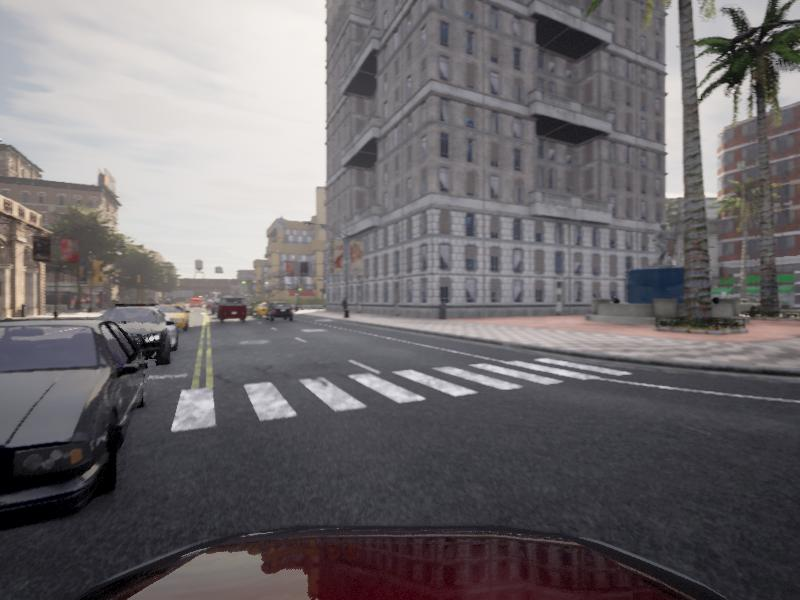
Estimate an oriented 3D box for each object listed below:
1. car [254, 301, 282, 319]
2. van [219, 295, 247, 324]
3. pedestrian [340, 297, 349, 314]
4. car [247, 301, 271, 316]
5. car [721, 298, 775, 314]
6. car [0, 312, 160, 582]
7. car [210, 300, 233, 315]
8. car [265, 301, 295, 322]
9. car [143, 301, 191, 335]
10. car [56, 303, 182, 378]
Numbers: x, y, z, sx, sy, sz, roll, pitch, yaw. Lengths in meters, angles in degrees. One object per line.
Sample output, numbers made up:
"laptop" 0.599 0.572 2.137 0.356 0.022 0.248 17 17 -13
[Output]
"car" -12.751 0.889 38.488 1.801 1.575 5.366 0 0 -26
"van" -12.754 0.674 30.439 1.775 1.987 4.442 0 0 -26
"pedestrian" -6.066 0.567 43.687 0.751 1.860 0.751 0 0 -24
"car" -15.788 0.932 44.658 2.007 1.525 4.514 0 0 -26
"car" 41.798 0.641 48.134 1.932 1.855 4.605 0 0 -15
"car" -3.981 0.910 4.413 2.033 1.411 5.357 0 0 -28
"car" -21.644 0.878 48.416 2.242 1.667 4.611 0 0 -28
"car" -9.696 0.886 32.150 1.789 1.549 3.705 0 0 -26
"car" -12.383 0.862 21.574 1.801 1.575 5.366 0 0 -26
"car" -7.296 0.864 10.980 2.038 1.542 4.974 0 -1 -26
